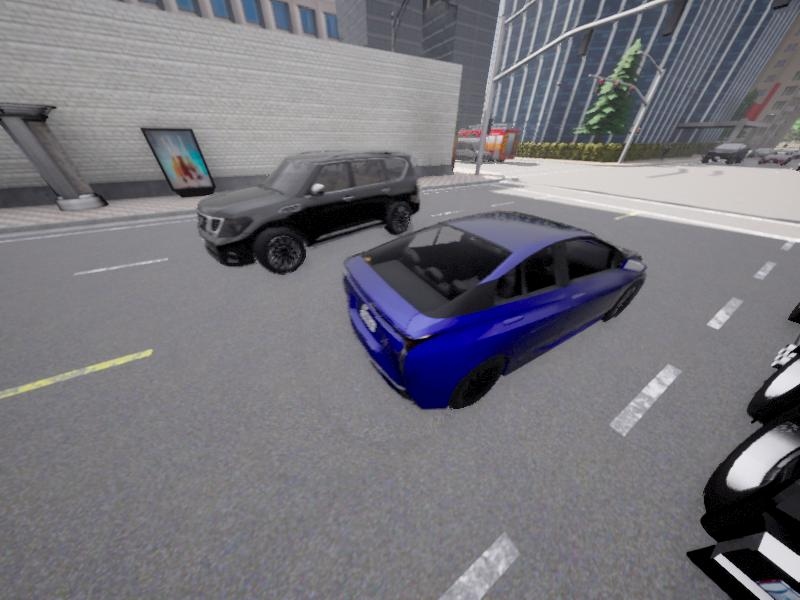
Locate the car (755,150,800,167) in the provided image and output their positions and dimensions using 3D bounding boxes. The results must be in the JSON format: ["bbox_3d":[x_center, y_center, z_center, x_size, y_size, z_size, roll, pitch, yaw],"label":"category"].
[{"bbox_3d":[42.806,-16.095,26.188,4.193,1.474,1.816,-18,39,-24],"label":"car"}]

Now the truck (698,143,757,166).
[{"bbox_3d":[38.993,-17.415,27.513,6.274,2.098,2.390,-18,39,-25],"label":"truck"}]

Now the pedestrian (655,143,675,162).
[{"bbox_3d":[32.446,-18.082,28.317,0.751,1.860,0.751,14,37,18],"label":"pedestrian"}]

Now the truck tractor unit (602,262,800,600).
[{"bbox_3d":[5.102,-0.311,0.784,6.516,4.208,3.053,-19,39,-24],"label":"truck tractor unit"}]

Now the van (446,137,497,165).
[{"bbox_3d":[8.346,-18.108,27.974,1.988,2.561,5.915,-18,39,-24],"label":"van"}]

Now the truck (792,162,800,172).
[{"bbox_3d":[39.559,-13.137,21.038,5.204,2.467,2.627,-18,39,-24],"label":"truck"}]

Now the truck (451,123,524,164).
[{"bbox_3d":[10.821,-20.183,29.854,2.891,3.827,8.468,-18,39,-24],"label":"truck"}]

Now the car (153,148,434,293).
[{"bbox_3d":[-1.790,-2.522,5.824,2.150,2.045,5.566,30,44,35],"label":"car"}]

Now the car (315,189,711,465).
[{"bbox_3d":[1.529,-0.349,3.179,4.514,1.525,2.007,-18,39,-24],"label":"car"}]
